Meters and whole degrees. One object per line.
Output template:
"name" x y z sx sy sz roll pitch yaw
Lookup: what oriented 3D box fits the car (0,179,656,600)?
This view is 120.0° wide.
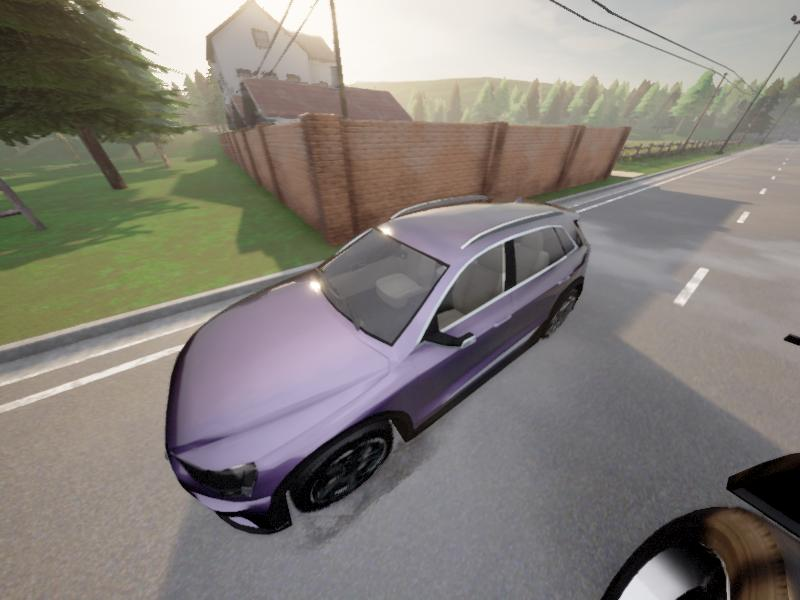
"car" 0.369 -0.136 2.676 4.856 1.649 2.033 -22 41 -28
